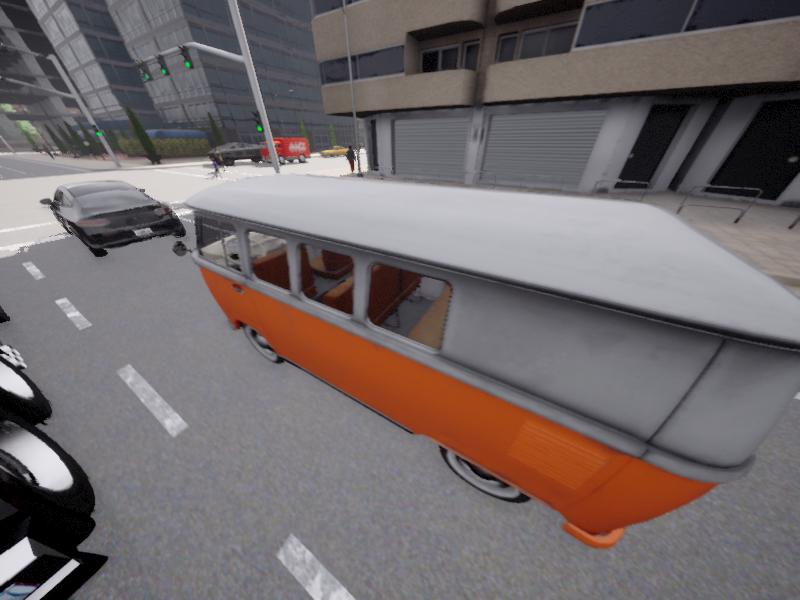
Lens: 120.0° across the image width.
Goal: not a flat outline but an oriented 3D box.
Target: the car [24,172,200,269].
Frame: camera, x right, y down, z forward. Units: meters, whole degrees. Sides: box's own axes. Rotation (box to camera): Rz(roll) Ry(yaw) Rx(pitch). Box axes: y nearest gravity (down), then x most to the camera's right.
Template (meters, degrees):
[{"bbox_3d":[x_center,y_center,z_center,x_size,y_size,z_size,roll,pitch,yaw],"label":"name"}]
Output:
[{"bbox_3d":[-7.891,-2.448,6.325,4.674,1.442,1.812,21,40,27],"label":"car"}]

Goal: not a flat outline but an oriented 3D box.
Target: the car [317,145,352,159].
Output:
[{"bbox_3d":[-10.072,-23.131,35.938,1.801,1.575,5.366,20,39,26],"label":"car"}]

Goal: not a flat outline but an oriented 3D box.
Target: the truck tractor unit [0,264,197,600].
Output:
[{"bbox_3d":[-5.110,-0.302,0.779,6.516,4.208,3.053,18,39,24],"label":"truck tractor unit"}]

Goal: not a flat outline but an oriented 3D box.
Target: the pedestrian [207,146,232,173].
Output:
[{"bbox_3d":[-14.876,-11.561,19.072,0.751,1.860,0.751,9,36,13],"label":"pedestrian"}]

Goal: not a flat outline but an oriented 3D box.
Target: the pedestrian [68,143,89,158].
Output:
[{"bbox_3d":[-47.588,-22.088,34.219,0.751,1.860,0.751,2,35,4],"label":"pedestrian"}]

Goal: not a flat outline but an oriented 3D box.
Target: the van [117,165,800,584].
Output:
[{"bbox_3d":[-0.258,-0.110,2.422,4.442,1.987,1.775,18,39,24],"label":"van"}]

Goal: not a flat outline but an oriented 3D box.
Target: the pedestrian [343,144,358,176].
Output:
[{"bbox_3d":[-3.379,-9.656,15.964,0.751,1.860,0.751,-3,35,-4],"label":"pedestrian"}]

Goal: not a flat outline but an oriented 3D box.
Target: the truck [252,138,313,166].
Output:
[{"bbox_3d":[-13.036,-16.839,26.148,2.627,2.467,5.204,18,39,25],"label":"truck"}]

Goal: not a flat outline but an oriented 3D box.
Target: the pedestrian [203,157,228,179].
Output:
[{"bbox_3d":[-13.231,-9.499,16.586,0.751,1.300,0.751,17,38,23],"label":"pedestrian"}]

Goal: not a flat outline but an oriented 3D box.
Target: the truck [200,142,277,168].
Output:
[{"bbox_3d":[-17.556,-16.245,25.659,2.390,2.098,6.274,19,39,25],"label":"truck"}]
